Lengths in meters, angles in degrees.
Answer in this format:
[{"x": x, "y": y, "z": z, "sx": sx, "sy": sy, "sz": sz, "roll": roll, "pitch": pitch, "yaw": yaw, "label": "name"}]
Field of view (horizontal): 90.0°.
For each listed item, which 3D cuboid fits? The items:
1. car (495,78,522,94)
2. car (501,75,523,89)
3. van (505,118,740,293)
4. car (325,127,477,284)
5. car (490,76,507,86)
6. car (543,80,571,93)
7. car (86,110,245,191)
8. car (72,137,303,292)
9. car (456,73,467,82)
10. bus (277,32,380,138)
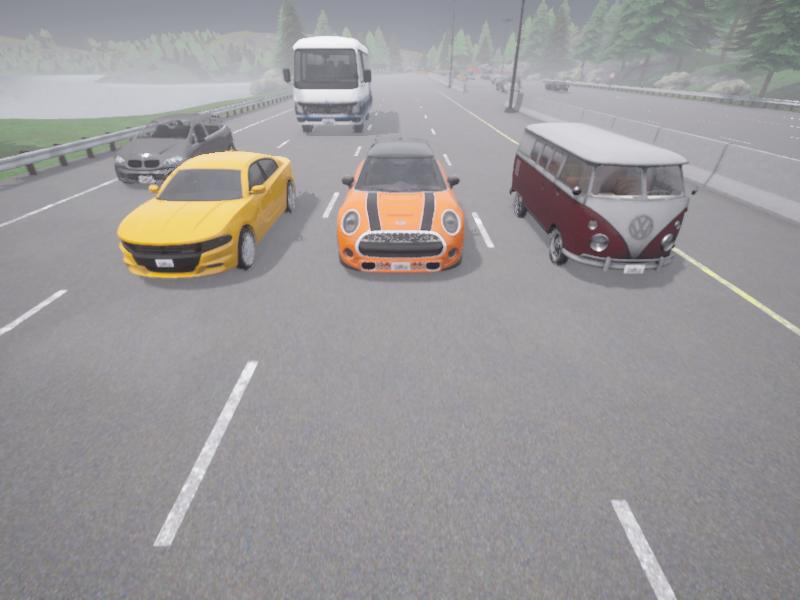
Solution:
[{"x": 14.042, "y": -27.925, "z": 52.090, "sx": 2.152, "sy": 1.651, "sz": 5.027, "roll": 0, "pitch": 30, "yaw": 0, "label": "car"}, {"x": 17.550, "y": -34.209, "z": 62.660, "sx": 2.097, "sy": 1.767, "sz": 4.553, "roll": 0, "pitch": 30, "yaw": 0, "label": "car"}, {"x": 3.513, "y": -2.095, "z": 7.598, "sx": 1.775, "sy": 1.987, "sz": 4.442, "roll": 0, "pitch": 31, "yaw": 0, "label": "van"}, {"x": 0.013, "y": -2.170, "z": 7.924, "sx": 2.097, "sy": 1.767, "sz": 4.553, "roll": 0, "pitch": 30, "yaw": 0, "label": "car"}, {"x": 17.556, "y": -39.035, "z": 71.295, "sx": 1.970, "sy": 1.475, "sz": 3.806, "roll": 0, "pitch": 30, "yaw": 0, "label": "car"}, {"x": 21.046, "y": -28.741, "z": 53.809, "sx": 1.895, "sy": 1.301, "sz": 4.718, "roll": 0, "pitch": 30, "yaw": 0, "label": "car"}, {"x": -6.985, "y": -4.915, "z": 12.731, "sx": 2.242, "sy": 1.667, "sz": 4.611, "roll": 0, "pitch": 30, "yaw": 0, "label": "car"}, {"x": -3.488, "y": -2.042, "z": 7.956, "sx": 1.882, "sy": 1.535, "sz": 5.008, "roll": 0, "pitch": 30, "yaw": 0, "label": "car"}, {"x": 14.028, "y": -50.917, "z": 91.440, "sx": 1.801, "sy": 1.575, "sz": 5.366, "roll": 0, "pitch": 30, "yaw": 0, "label": "car"}, {"x": -3.361, "y": -12.273, "z": 22.753, "sx": 3.944, "sy": 4.253, "sz": 10.273, "roll": 0, "pitch": 30, "yaw": 0, "label": "bus"}]
